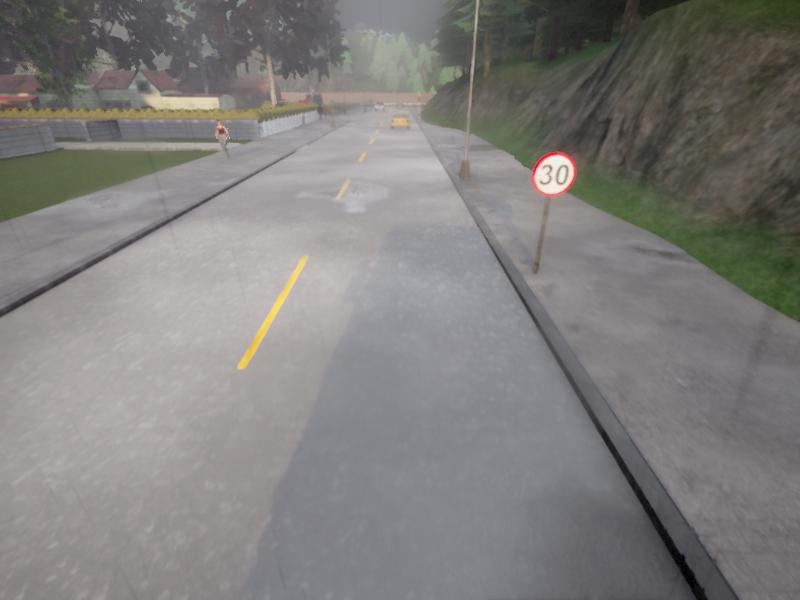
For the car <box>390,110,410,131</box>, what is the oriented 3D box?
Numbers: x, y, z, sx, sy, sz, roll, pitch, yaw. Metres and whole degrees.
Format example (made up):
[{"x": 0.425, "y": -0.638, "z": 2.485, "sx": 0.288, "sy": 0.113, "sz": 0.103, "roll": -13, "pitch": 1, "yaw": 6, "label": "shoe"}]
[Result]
[{"x": 0.015, "y": -17.658, "z": 39.172, "sx": 1.801, "sy": 1.575, "sz": 5.366, "roll": 0, "pitch": 27, "yaw": 0, "label": "car"}]

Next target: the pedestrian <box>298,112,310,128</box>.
[{"x": -9.083, "y": -17.004, "z": 37.845, "sx": 0.751, "sy": 1.300, "sz": 0.751, "roll": 3, "pitch": 27, "yaw": 5, "label": "pedestrian"}]

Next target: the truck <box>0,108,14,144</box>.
[{"x": -26.966, "y": -10.563, "z": 24.227, "sx": 4.478, "sy": 2.038, "sz": 2.069, "roll": 0, "pitch": 27, "yaw": 0, "label": "truck"}]

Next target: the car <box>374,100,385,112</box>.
[{"x": -3.961, "y": -38.021, "z": 78.348, "sx": 1.932, "sy": 1.855, "sz": 4.605, "roll": 0, "pitch": 27, "yaw": 0, "label": "car"}]

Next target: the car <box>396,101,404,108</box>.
[{"x": 0.047, "y": -48.021, "z": 98.134, "sx": 1.789, "sy": 1.549, "sz": 3.705, "roll": 0, "pitch": 27, "yaw": 0, "label": "car"}]

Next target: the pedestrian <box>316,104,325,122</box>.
[{"x": -9.209, "y": -21.754, "z": 46.435, "sx": 0.751, "sy": 1.860, "sz": 0.751, "roll": 2, "pitch": 27, "yaw": 3, "label": "pedestrian"}]

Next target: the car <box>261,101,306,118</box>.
[{"x": -16.246, "y": -26.667, "z": 56.001, "sx": 5.566, "sy": 2.045, "sz": 2.150, "roll": 0, "pitch": 27, "yaw": 0, "label": "car"}]

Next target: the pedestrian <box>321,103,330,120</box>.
[{"x": -9.244, "y": -23.362, "z": 49.557, "sx": 0.751, "sy": 1.860, "sz": 0.751, "roll": -13, "pitch": 30, "yaw": -24, "label": "pedestrian"}]

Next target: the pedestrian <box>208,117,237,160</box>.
[{"x": -8.617, "y": -7.844, "z": 19.453, "sx": 0.751, "sy": 1.860, "sz": 0.751, "roll": 1, "pitch": 27, "yaw": 2, "label": "pedestrian"}]
